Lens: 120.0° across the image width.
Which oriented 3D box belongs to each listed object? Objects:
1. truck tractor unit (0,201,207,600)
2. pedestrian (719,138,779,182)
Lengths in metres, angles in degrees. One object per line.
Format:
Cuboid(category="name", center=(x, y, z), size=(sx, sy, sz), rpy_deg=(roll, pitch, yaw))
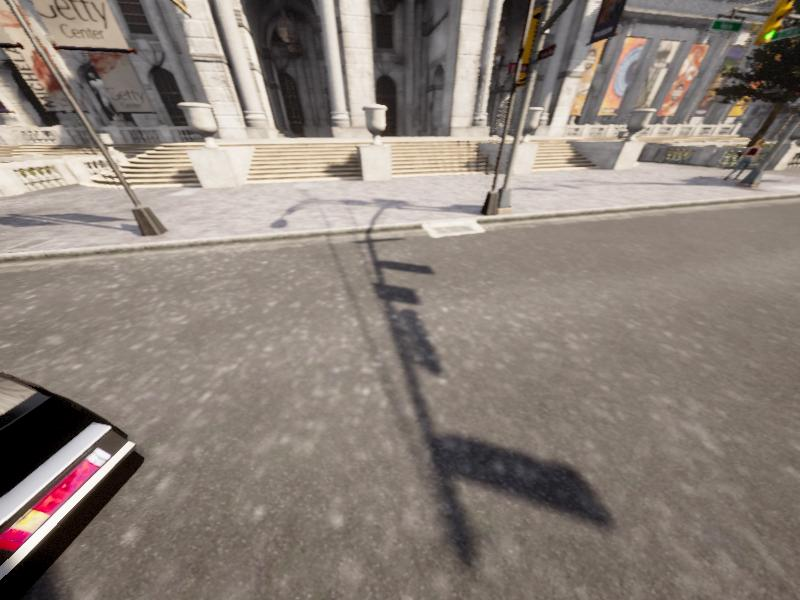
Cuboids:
Cuboid(category="truck tractor unit", center=(-5.356, 0.113, 0.206), size=(6.516, 4.208, 3.053), rpy_deg=(4, 36, 6))
Cuboid(category="pedestrian", center=(18.162, -7.310, 12.082), size=(0.751, 1.860, 0.751), rpy_deg=(-11, 36, -14))
